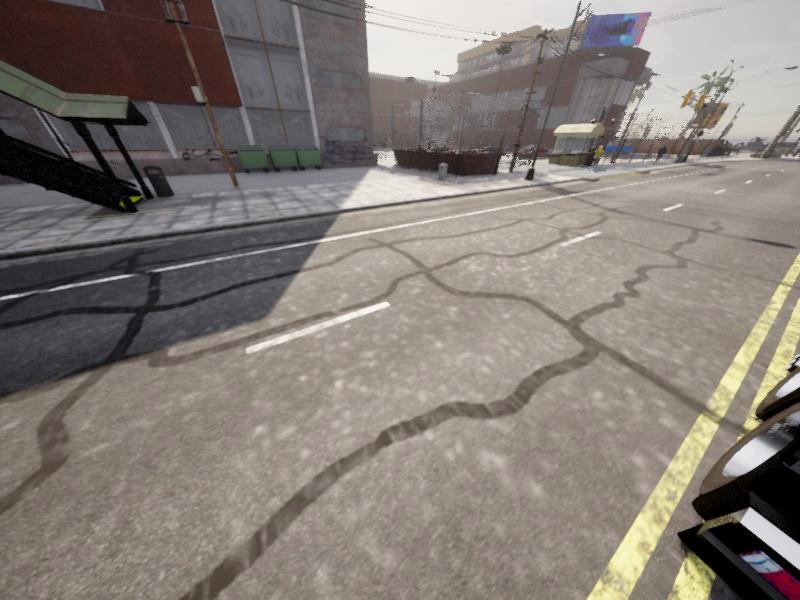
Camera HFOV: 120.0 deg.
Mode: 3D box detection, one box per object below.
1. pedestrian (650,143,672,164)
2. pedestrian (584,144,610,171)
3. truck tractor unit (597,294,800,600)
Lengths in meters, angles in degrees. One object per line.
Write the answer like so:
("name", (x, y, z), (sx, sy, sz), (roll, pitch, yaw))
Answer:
("pedestrian", (28.153, -15.768, 24.932), (0.751, 1.860, 0.751), (-20, 40, -27))
("pedestrian", (16.398, -11.880, 19.252), (0.751, 1.860, 0.751), (-19, 39, -25))
("truck tractor unit", (5.162, -0.246, 0.708), (6.516, 4.208, 3.053), (-16, 38, -22))
